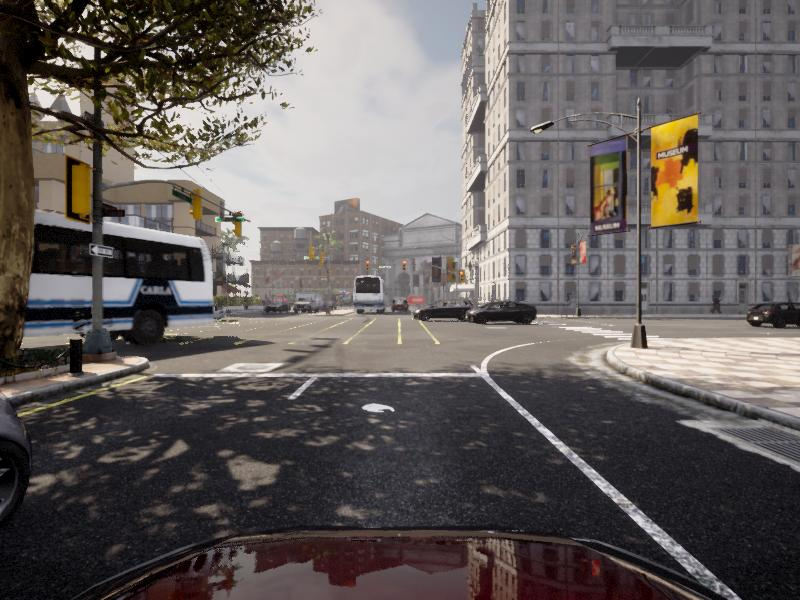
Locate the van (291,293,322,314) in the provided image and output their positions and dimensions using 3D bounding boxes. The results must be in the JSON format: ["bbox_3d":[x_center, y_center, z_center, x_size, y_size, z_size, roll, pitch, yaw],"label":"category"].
[{"bbox_3d":[-11.502,0.371,49.802,2.351,2.431,6.366,0,0,0],"label":"van"}]

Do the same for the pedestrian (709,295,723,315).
[{"bbox_3d":[29.635,0.480,37.507,0.751,1.860,0.751,0,0,-5],"label":"pedestrian"}]

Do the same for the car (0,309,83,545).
[{"bbox_3d":[-3.492,0.826,1.425,1.845,1.501,3.633,0,0,0],"label":"car"}]

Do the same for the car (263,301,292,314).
[{"bbox_3d":[-15.001,0.888,49.342,2.033,1.411,5.357,0,0,0],"label":"car"}]

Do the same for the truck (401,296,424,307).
[{"bbox_3d":[2.920,0.342,91.483,5.204,2.467,2.627,0,0,0],"label":"truck"}]

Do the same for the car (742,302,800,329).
[{"bbox_3d":[22.546,0.851,23.029,4.193,1.474,1.816,0,0,0],"label":"car"}]

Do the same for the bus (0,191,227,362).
[{"bbox_3d":[-10.977,-0.538,12.662,3.944,4.253,10.273,-2,-1,21],"label":"bus"}]

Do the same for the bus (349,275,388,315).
[{"bbox_3d":[-3.622,-0.541,48.601,3.944,4.253,10.273,0,0,0],"label":"bus"}]

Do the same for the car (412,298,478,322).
[{"bbox_3d":[3.264,0.747,29.908,4.611,1.667,2.242,-1,0,0],"label":"car"}]

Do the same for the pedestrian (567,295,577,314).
[{"bbox_3d":[17.023,0.479,39.611,0.751,1.860,0.751,0,0,0],"label":"pedestrian"}]

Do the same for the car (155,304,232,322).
[{"bbox_3d":[-15.280,0.939,29.805,4.718,1.301,1.895,0,0,0],"label":"car"}]

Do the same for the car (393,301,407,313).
[{"bbox_3d":[-0.022,0.862,52.172,1.812,1.442,4.674,0,0,0],"label":"car"}]

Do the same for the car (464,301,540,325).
[{"bbox_3d":[6.638,0.825,26.376,4.514,1.525,2.007,0,0,-1],"label":"car"}]
